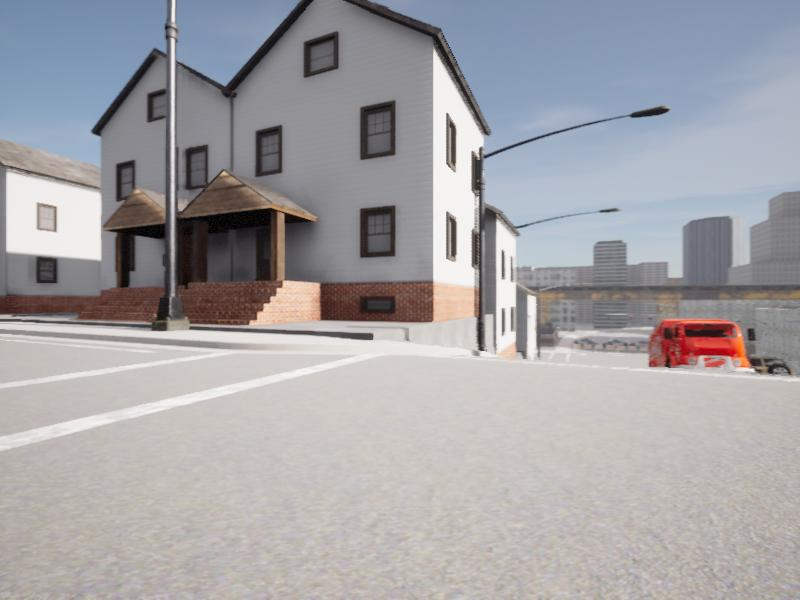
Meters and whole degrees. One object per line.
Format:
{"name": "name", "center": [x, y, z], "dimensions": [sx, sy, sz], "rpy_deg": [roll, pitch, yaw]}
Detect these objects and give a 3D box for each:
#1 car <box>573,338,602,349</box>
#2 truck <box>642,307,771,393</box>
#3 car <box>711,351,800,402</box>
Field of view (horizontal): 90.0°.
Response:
{"name": "car", "center": [36.721, 8.425, 78.444], "dimensions": [2.038, 1.542, 4.974], "rpy_deg": [0, 0, -21]}
{"name": "truck", "center": [11.102, 2.067, 15.144], "dimensions": [2.627, 2.467, 5.204], "rpy_deg": [-1, -14, 24]}
{"name": "car", "center": [16.817, 3.727, 19.105], "dimensions": [1.932, 1.855, 4.605], "rpy_deg": [0, -15, 24]}
